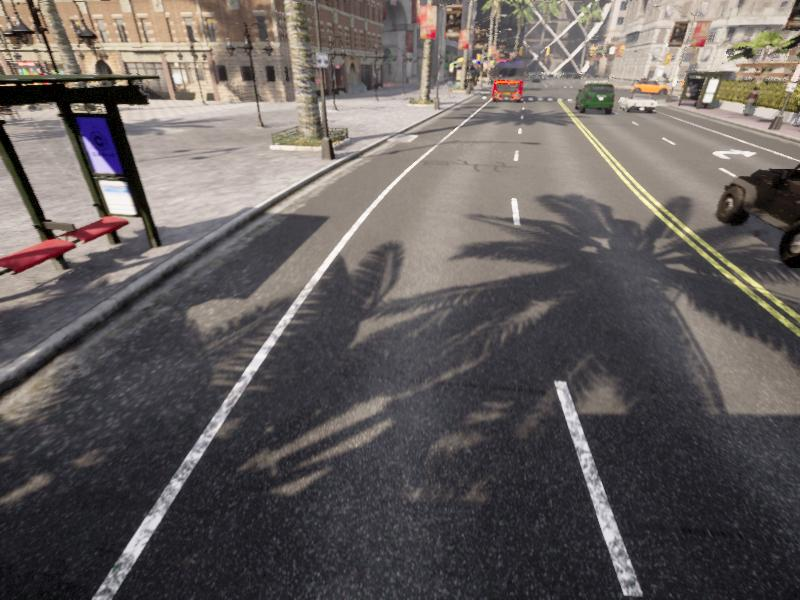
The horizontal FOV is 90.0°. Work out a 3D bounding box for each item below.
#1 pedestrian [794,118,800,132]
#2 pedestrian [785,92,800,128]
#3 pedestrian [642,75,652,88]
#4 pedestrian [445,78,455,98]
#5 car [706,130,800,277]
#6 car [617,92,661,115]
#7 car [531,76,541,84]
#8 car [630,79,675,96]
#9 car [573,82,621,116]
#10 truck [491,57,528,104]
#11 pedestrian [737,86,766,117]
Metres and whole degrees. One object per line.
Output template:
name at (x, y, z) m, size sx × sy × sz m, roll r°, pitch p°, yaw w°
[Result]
pedestrian at (21.422, -9.434, 21.030) m, size 0.500 × 1.100 × 0.500 m, roll 8°, pitch 31°, yaw 12°
pedestrian at (22.869, -10.796, 22.629) m, size 0.751 × 1.860 × 0.751 m, roll 8°, pitch 31°, yaw 13°
pedestrian at (41.066, -36.274, 66.509) m, size 0.751 × 1.860 × 0.751 m, roll -24°, pitch 38°, yaw -36°
pedestrian at (5.267, -22.393, 42.257) m, size 0.751 × 1.860 × 0.751 m, roll 14°, pitch 33°, yaw 22°
car at (7.998, -1.840, 7.409) m, size 1.905 × 1.878 × 3.866 m, roll 6°, pitch 31°, yaw 9°
car at (19.170, -15.976, 32.362) m, size 1.895 × 1.301 × 4.718 m, roll 8°, pitch 31°, yaw 13°
car at (30.194, -48.723, 88.597) m, size 1.895 × 1.301 × 4.718 m, roll 9°, pitch 31°, yaw 14°
car at (33.362, -28.242, 53.064) m, size 4.553 × 1.767 × 2.097 m, roll 13°, pitch 33°, yaw 21°
car at (15.258, -15.830, 31.315) m, size 2.150 × 2.045 × 5.566 m, roll 8°, pitch 31°, yaw 12°
truck at (11.400, -22.741, 41.338) m, size 2.891 × 3.827 × 8.468 m, roll 8°, pitch 31°, yaw 13°
pedestrian at (24.529, -13.894, 27.956) m, size 0.751 × 1.860 × 0.751 m, roll 8°, pitch 31°, yaw 13°
